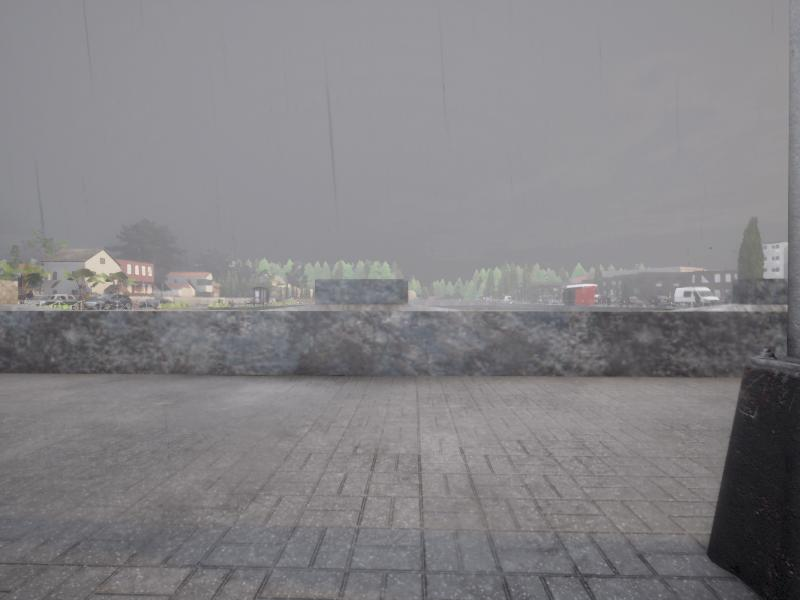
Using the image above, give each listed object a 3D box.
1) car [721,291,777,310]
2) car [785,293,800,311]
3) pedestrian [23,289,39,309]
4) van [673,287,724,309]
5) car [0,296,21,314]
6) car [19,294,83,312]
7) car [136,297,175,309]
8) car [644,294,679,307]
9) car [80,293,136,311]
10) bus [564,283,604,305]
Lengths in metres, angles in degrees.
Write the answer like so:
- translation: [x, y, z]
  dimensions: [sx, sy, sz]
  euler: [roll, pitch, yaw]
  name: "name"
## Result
- translation: [36.603, 0.052, 42.120]
  dimensions: [1.932, 1.855, 4.605]
  euler: [0, 0, 2]
  name: "car"
- translation: [36.340, 0.201, 34.239]
  dimensions: [1.801, 1.575, 5.366]
  euler: [0, 0, 2]
  name: "car"
- translation: [-34.423, -0.067, 37.303]
  dimensions: [0.751, 1.860, 0.751]
  euler: [0, 0, 2]
  name: "pedestrian"
- translation: [36.850, -0.278, 49.652]
  dimensions: [1.988, 2.561, 5.915]
  euler: [0, 0, 2]
  name: "van"
- translation: [-29.630, 0.344, 27.856]
  dimensions: [1.895, 1.301, 4.718]
  euler: [0, 0, 2]
  name: "car"
- translation: [-29.422, 0.253, 33.891]
  dimensions: [1.970, 1.475, 3.806]
  euler: [0, 0, 2]
  name: "car"
- translation: [-28.969, 0.307, 47.543]
  dimensions: [1.994, 1.385, 4.181]
  euler: [0, 0, 1]
  name: "car"
- translation: [37.100, 0.094, 56.978]
  dimensions: [2.097, 1.767, 4.553]
  euler: [0, 0, 2]
  name: "car"
- translation: [-29.211, 0.178, 40.270]
  dimensions: [2.033, 1.649, 4.856]
  euler: [0, 0, 2]
  name: "car"
- translation: [38.101, -1.139, 83.307]
  dimensions: [3.944, 4.253, 10.273]
  euler: [0, 0, 2]
  name: "bus"
